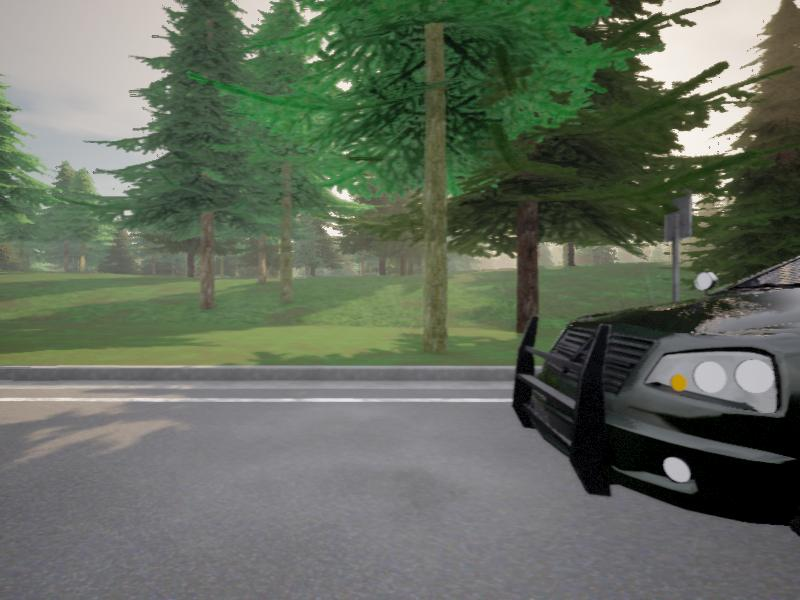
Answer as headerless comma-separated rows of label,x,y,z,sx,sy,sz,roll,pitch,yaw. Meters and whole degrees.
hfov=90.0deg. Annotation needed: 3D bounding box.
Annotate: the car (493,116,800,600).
car,3.233,0.230,2.200,4.974,1.542,2.038,0,0,0
